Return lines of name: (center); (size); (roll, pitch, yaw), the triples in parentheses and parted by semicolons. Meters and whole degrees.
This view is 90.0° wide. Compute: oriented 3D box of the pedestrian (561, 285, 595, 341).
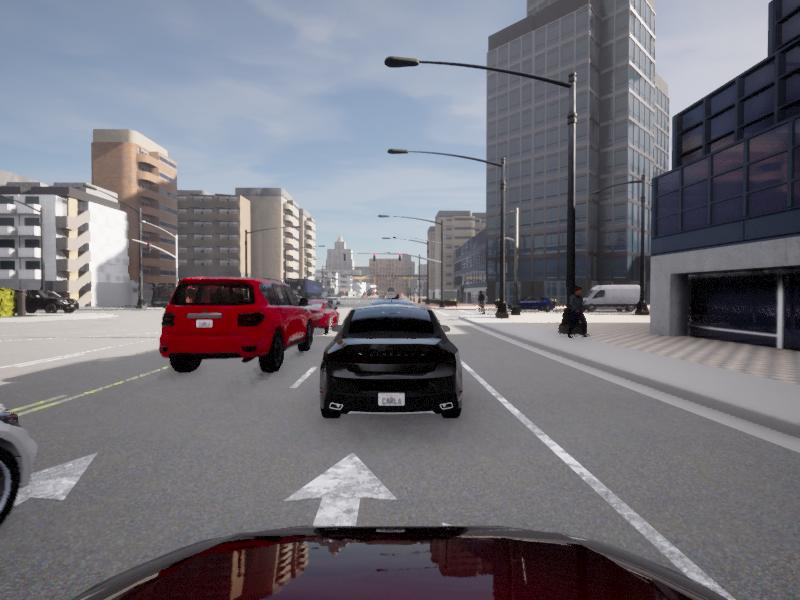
pedestrian: (6.111, 0.425, 13.744); (0.751, 1.860, 0.751); (0, 1, -17)

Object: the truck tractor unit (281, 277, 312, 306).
truck tractor unit: (-15.323, -1.185, 59.507); (3.053, 4.208, 6.516); (0, 0, -1)

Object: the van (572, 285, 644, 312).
van: (19.906, -0.155, 38.479); (5.915, 2.561, 1.988); (0, 1, -1)

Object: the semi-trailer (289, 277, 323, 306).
semi-trailer: (-15.539, -1.308, 67.414); (2.717, 4.402, 14.254); (0, 0, -2)

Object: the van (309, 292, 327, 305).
van: (-15.745, -0.343, 77.546); (2.351, 2.431, 6.366); (0, 0, -1)

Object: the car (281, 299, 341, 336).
car: (-3.932, 0.717, 18.505); (1.812, 1.442, 4.674); (0, 1, -1)

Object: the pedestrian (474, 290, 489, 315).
pedestrian: (5.978, 0.168, 29.359); (0.751, 1.860, 0.751); (-1, 1, -34)

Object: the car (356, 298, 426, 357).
car: (-0.289, 0.737, 13.310); (1.882, 1.535, 5.008); (0, 1, -1)

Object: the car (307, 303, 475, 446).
car: (-0.149, 0.835, 6.827); (1.837, 1.490, 4.892); (0, 0, -1)

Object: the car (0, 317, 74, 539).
car: (-3.518, 0.867, 0.911); (1.812, 1.442, 4.674); (0, 0, -1)

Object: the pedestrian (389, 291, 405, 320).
pedestrian: (-0.204, 0.359, 26.923); (0.751, 1.860, 0.751); (-1, 1, -36)

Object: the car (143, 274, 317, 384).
car: (-3.731, 0.516, 10.199); (2.150, 2.045, 5.566); (0, 1, -1)

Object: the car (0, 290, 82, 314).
car: (-30.852, 0.145, 34.241); (5.566, 2.045, 2.150); (0, 1, -1)

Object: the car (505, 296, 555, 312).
car: (12.427, 0.376, 38.379); (4.193, 1.474, 1.816); (0, 1, -1)
